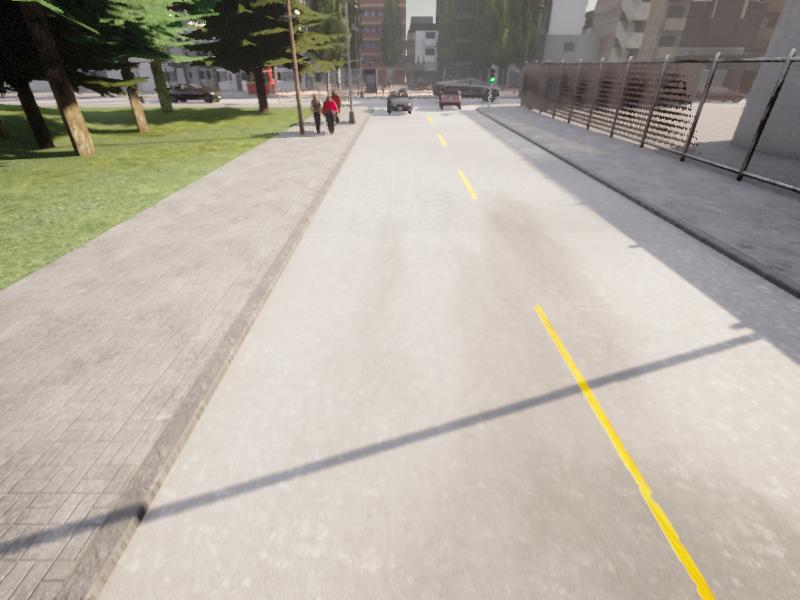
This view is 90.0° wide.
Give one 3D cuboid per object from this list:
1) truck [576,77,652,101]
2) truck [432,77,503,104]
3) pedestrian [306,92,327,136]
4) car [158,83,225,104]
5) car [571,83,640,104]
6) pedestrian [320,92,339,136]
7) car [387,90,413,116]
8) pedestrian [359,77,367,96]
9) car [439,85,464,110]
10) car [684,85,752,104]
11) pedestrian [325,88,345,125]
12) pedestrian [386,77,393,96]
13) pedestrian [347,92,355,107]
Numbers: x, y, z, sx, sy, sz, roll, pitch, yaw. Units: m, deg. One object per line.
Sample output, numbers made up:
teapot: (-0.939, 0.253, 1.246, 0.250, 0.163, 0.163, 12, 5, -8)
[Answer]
truck: (22.043, -21.960, 41.530, 6.274, 2.098, 2.390, 0, 30, 0)
truck: (6.293, -19.928, 38.047, 6.274, 2.098, 2.390, 0, 30, 0)
pedestrian: (-4.014, -9.006, 19.335, 0.751, 1.860, 0.751, -5, 31, -8)
car: (-19.783, -19.713, 38.156, 5.027, 1.651, 2.152, 0, 30, 0)
car: (19.548, -19.776, 38.244, 5.238, 1.638, 1.930, 1, 30, 1)
pedestrian: (-3.371, -8.929, 19.203, 0.751, 1.860, 0.751, -5, 31, -8)
car: (-0.059, -14.705, 29.728, 1.816, 1.474, 4.193, -1, 30, -2)
pedestrian: (-4.123, -23.901, 44.834, 0.751, 1.860, 0.751, 2, 30, 3)
car: (4.284, -17.035, 33.585, 1.851, 1.617, 3.988, 3, 30, 5)
car: (30.261, -19.649, 38.222, 4.674, 1.442, 1.812, 0, 30, 0)
pedestrian: (-3.704, -11.068, 22.867, 0.751, 1.860, 0.751, 7, 31, 11)
pedestrian: (-1.165, -24.146, 45.254, 0.751, 1.860, 0.751, 3, 30, 5)
pedestrian: (-4.081, -16.667, 33.206, 0.500, 1.100, 0.500, -11, 32, -18)
